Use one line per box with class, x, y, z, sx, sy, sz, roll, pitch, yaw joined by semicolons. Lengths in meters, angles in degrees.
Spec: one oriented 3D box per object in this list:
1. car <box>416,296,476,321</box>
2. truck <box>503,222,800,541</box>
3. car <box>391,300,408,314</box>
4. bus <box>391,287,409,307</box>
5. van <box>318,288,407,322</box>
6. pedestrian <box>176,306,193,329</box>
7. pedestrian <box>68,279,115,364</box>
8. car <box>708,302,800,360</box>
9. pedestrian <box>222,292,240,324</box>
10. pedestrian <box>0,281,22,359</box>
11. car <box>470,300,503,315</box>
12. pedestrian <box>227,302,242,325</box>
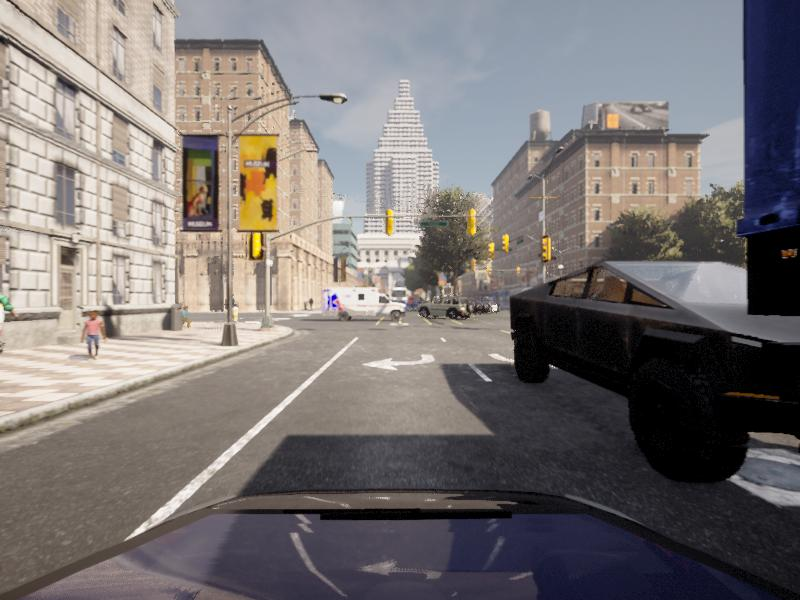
car;3.736;0.627;33.022;4.605;1.855;1.932;1;1;41
truck;3.489;0.536;5.770;2.390;2.098;6.274;0;0;0
car;-0.082;0.780;46.465;1.882;1.535;5.008;0;0;0
bus;-0.046;-0.621;91.269;3.944;4.253;10.273;0;0;0
van;-2.717;0.350;30.011;6.366;2.431;2.351;0;0;0
pedestrian;-10.481;0.847;19.461;0.500;1.100;0.500;0;0;6
pedestrian;-7.124;0.476;9.285;0.751;1.860;0.751;0;0;-28
car;11.477;0.818;11.342;2.007;1.525;4.514;0;0;0
pedestrian;-9.989;0.463;23.624;0.751;1.860;0.751;0;0;-2
pedestrian;-9.942;0.475;9.769;0.751;1.860;0.751;0;0;-10
car;9.705;0.784;44.579;2.038;1.542;4.974;0;0;30
pedestrian;-9.464;0.744;22.880;0.751;1.300;0.751;0;0;-24
